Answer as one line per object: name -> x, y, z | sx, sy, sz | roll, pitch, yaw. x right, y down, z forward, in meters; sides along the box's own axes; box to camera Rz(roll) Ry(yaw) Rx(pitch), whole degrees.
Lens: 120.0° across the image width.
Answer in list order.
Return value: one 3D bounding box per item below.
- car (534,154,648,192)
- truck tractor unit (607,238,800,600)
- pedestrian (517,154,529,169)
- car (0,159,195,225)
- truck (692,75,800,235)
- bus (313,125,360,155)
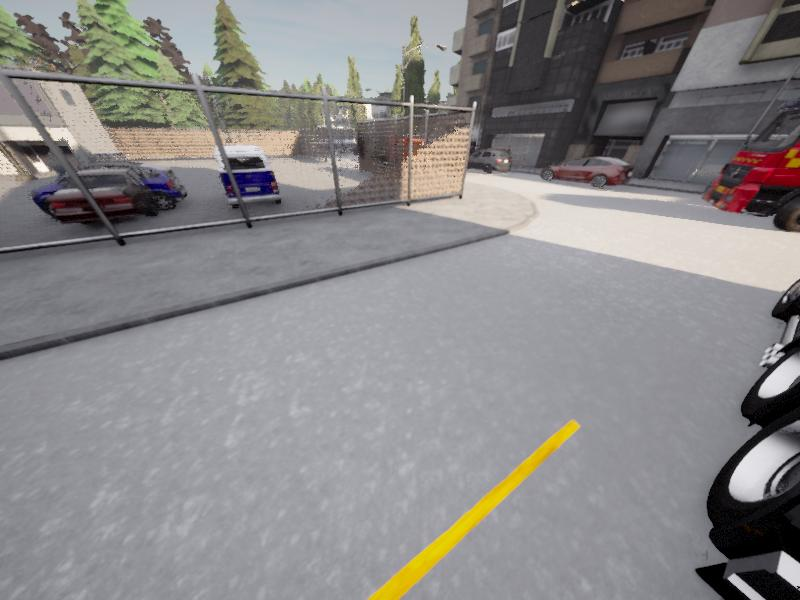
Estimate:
car -> 11.325, -7.944, 14.198 | 2.163, 1.488, 4.792 | -18, 39, -24
truck tractor unit -> 5.070, -0.336, 0.857 | 6.516, 4.208, 3.053 | -20, 39, -26
pedestrian -> 11.066, -12.447, 20.779 | 0.500, 1.100, 0.500 | -5, 35, -8
car -> -9.993, -3.935, 8.117 | 3.705, 1.547, 1.789 | -18, 39, -24
truck -> 14.711, -3.313, 5.510 | 8.468, 3.827, 2.891 | 23, 40, 29
bus -> -11.648, -30.424, 43.906 | 3.944, 4.253, 10.273 | 6, 36, 11
